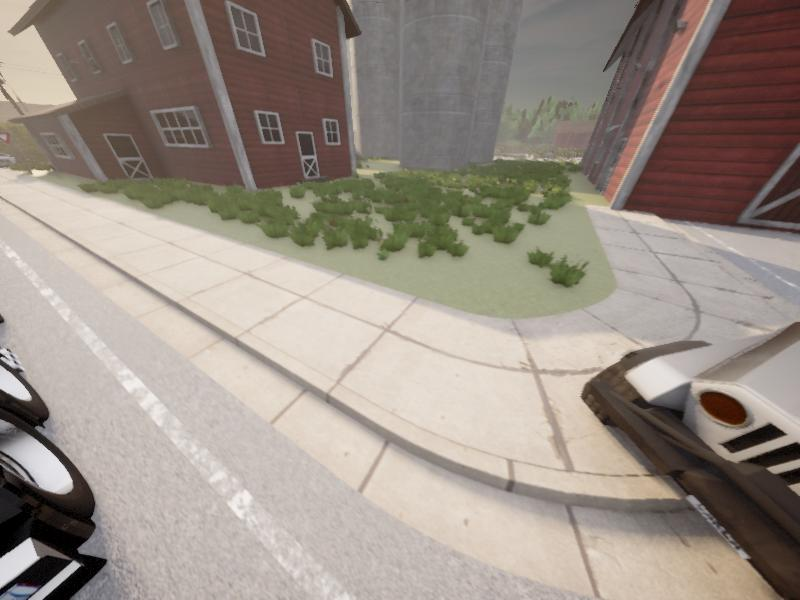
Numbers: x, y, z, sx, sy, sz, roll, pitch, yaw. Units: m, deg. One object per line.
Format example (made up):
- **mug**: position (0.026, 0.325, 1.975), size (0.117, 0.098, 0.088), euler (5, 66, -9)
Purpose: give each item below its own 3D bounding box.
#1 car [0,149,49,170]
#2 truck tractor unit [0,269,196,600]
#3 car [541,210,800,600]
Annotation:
- **car**: position (-36.212, -12.536, 20.582), size (2.038, 1.542, 4.974), euler (3, 33, 3)
- **truck tractor unit**: position (-5.106, -0.306, 0.789), size (6.516, 4.208, 3.053), euler (18, 38, 24)
- **car**: position (3.495, 0.676, 1.307), size (3.866, 1.878, 1.905), euler (-8, 41, -10)
